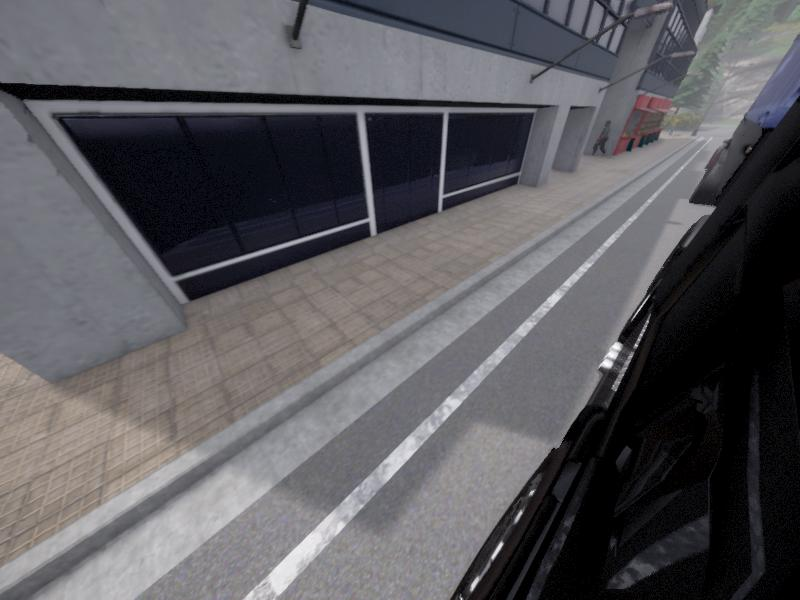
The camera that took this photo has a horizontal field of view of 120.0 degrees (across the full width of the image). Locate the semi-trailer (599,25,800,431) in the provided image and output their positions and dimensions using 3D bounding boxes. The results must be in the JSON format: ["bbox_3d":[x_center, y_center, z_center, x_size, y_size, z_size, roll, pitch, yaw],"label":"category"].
[{"bbox_3d":[8.614,-3.662,4.307,14.254,4.402,2.717,-29,44,-31],"label":"semi-trailer"}]

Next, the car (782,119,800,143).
[{"bbox_3d":[33.365,-13.758,18.718,4.674,1.442,1.812,-29,44,-31],"label":"car"}]

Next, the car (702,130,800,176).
[{"bbox_3d":[16.167,-6.924,10.732,4.181,1.385,1.994,-29,44,-31],"label":"car"}]

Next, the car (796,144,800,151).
[{"bbox_3d":[26.266,-9.836,13.828,3.705,1.549,1.789,-29,44,-31],"label":"car"}]

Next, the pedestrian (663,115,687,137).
[{"bbox_3d":[29.931,-18.925,25.168,0.751,1.860,0.751,-23,41,-25],"label":"pedestrian"}]

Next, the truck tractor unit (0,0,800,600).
[{"bbox_3d":[2.645,-0.295,0.351,6.516,4.208,3.053,-28,44,-30],"label":"truck tractor unit"}]

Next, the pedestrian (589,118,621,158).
[{"bbox_3d":[12.144,-9.618,13.749,0.751,1.860,0.751,19,42,26],"label":"pedestrian"}]
